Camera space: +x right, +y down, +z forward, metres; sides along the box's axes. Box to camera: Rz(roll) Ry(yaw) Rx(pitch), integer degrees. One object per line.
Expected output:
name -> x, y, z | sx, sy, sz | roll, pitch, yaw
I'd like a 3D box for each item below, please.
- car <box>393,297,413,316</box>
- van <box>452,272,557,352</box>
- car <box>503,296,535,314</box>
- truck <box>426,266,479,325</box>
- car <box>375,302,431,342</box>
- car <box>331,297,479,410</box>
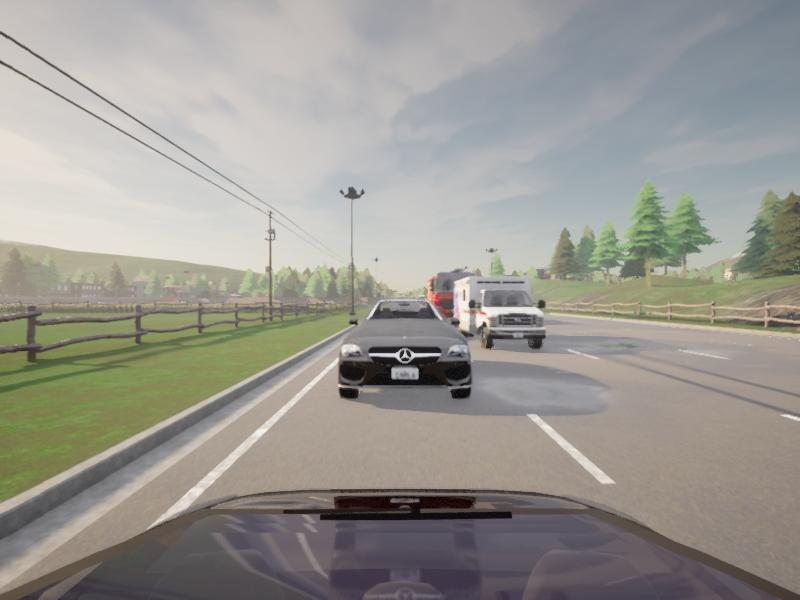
car -> 0.271, 0.656, 41.422 | 1.932, 1.855, 4.605 | 0, 0, 0
van -> 3.597, 0.379, 15.363 | 2.351, 2.431, 6.366 | 0, 0, 0
car -> 14.307, 0.571, 48.435 | 2.150, 2.045, 5.566 | 0, 0, 0
truck -> 3.703, -0.322, 30.285 | 2.891, 3.827, 8.468 | 0, 0, 0
car -> 0.139, 0.853, 17.743 | 2.163, 1.488, 4.792 | 0, 0, 0
car -> 0.088, 0.781, 8.336 | 2.152, 1.651, 5.027 | 0, 0, 0
